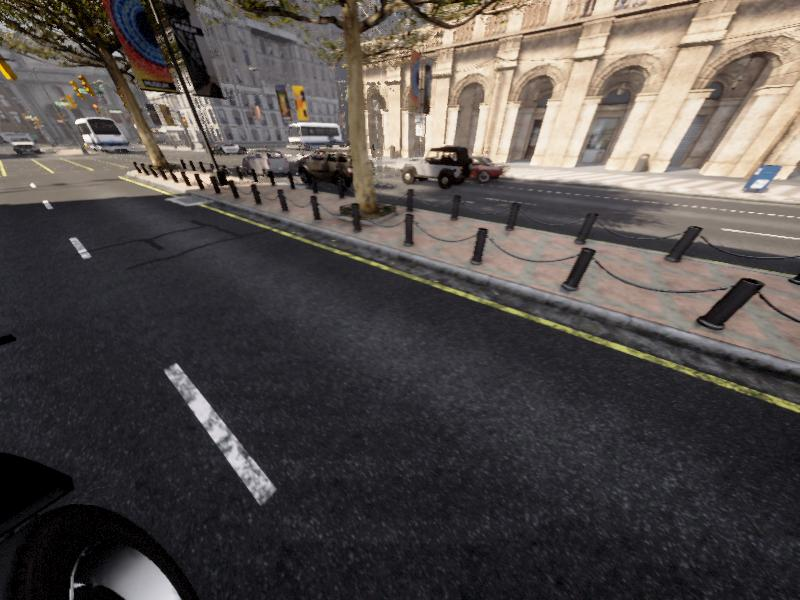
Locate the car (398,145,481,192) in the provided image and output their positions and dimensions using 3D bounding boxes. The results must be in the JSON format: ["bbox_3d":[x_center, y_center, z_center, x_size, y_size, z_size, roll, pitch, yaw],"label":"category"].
[{"bbox_3d":[2.027,-7.360,12.714,3.866,1.878,1.905,22,41,28],"label":"car"}]

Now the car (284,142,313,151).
[{"bbox_3d":[-19.490,-29.604,44.560,1.895,1.301,4.718,22,41,28],"label":"car"}]

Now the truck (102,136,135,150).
[{"bbox_3d":[-54.949,-30.687,45.077,6.274,2.098,2.390,22,41,28],"label":"truck"}]

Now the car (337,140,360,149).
[{"bbox_3d":[-11.824,-36.065,53.464,2.242,1.667,4.611,22,41,28],"label":"car"}]

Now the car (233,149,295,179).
[{"bbox_3d":[-9.259,-9.357,15.756,3.633,1.501,1.845,22,41,28],"label":"car"}]

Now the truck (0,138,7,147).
[{"bbox_3d":[-89.737,-33.542,48.802,6.274,2.098,2.390,-25,43,-32],"label":"truck"}]

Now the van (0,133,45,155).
[{"bbox_3d":[-53.479,-22.127,32.674,6.366,2.431,2.351,22,41,28],"label":"van"}]

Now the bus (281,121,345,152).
[{"bbox_3d":[-15.647,-30.323,43.050,3.944,4.253,10.273,22,41,28],"label":"bus"}]

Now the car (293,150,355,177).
[{"bbox_3d":[-5.679,-10.288,17.248,4.181,1.385,1.994,22,41,28],"label":"car"}]

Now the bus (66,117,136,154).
[{"bbox_3d":[-47.016,-25.786,36.332,10.273,4.253,3.944,22,41,28],"label":"bus"}]

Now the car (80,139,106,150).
[{"bbox_3d":[-57.043,-28.867,42.927,5.366,1.575,1.801,22,41,28],"label":"car"}]

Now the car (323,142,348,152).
[{"bbox_3d":[-12.021,-28.788,43.316,1.816,1.474,4.193,22,41,28],"label":"car"}]

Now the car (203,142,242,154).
[{"bbox_3d":[-28.015,-24.120,36.583,4.674,1.442,1.812,-20,41,-27],"label":"car"}]

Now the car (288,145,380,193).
[{"bbox_3d":[-3.515,-7.150,12.379,4.605,1.855,1.932,22,41,28],"label":"car"}]

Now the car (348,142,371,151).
[{"bbox_3d":[-8.296,-31.772,47.734,1.895,1.301,4.718,22,41,28],"label":"car"}]

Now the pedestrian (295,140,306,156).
[{"bbox_3d":[-13.756,-21.116,32.051,0.751,1.860,0.751,20,39,25],"label":"pedestrian"}]

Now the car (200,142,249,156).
[{"bbox_3d":[-24.924,-21.646,33.030,2.038,1.542,4.974,22,40,28],"label":"car"}]

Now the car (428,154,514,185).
[{"bbox_3d":[4.397,-8.439,14.773,4.718,1.301,1.895,22,41,28],"label":"car"}]

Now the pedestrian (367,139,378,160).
[{"bbox_3d":[-2.905,-16.093,24.766,0.751,1.860,0.751,-25,42,-31],"label":"pedestrian"}]
